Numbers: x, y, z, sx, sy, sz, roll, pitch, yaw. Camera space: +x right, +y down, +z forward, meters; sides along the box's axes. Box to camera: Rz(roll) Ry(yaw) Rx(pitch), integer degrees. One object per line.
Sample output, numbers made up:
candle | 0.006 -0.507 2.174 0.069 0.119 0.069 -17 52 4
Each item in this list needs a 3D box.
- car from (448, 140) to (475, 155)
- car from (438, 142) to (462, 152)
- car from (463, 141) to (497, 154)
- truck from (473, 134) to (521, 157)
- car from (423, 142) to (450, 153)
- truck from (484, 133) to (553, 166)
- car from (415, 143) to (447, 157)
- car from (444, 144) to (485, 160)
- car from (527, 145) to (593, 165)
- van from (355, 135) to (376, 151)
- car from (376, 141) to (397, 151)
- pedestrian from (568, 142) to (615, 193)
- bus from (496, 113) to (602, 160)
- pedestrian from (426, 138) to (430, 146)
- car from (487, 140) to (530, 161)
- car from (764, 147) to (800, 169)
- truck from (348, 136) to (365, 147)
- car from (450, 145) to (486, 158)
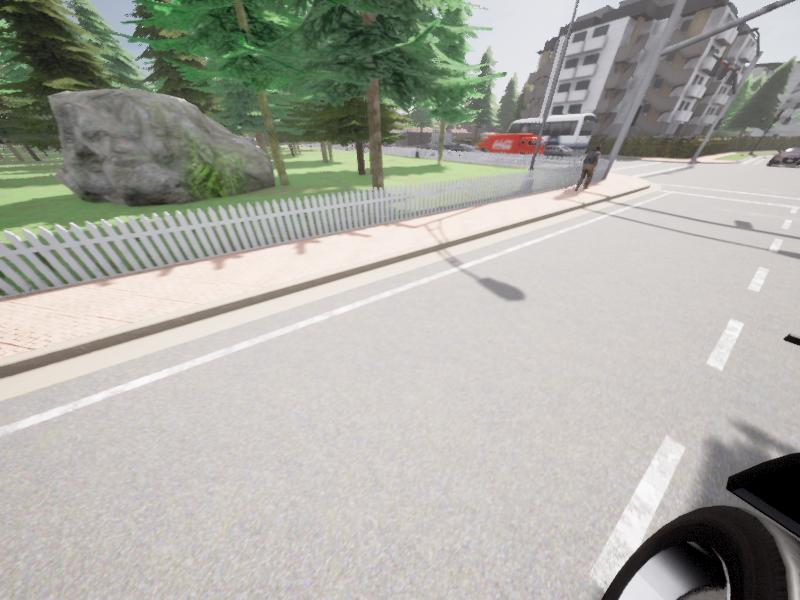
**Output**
car | 9.733 -24.519 36.952 1.905 1.878 3.866 -20 40 -25
car | 9.299 -28.532 43.099 1.994 1.385 4.181 -20 40 -25
car | 13.061 -25.140 38.075 1.801 1.575 5.366 -20 40 -25
truck | 13.299 -21.453 32.073 2.627 2.467 5.204 -20 40 -25
car | 6.465 -27.401 41.371 1.882 1.535 5.008 -20 40 -25
truck | 11.710 -15.273 23.325 2.627 2.467 5.204 -20 40 -25
car | 4.374 -21.663 33.290 1.837 1.490 4.892 -20 40 -25
car | 7.832 -18.463 28.725 1.837 1.490 4.892 -20 40 -25
car | 15.982 -14.757 23.390 2.128 1.511 4.902 -20 40 -25
van | -7.253 -32.843 48.328 1.988 2.561 5.915 -20 40 -25
car | -2.858 -32.235 48.227 2.152 1.651 5.027 -20 40 -25
pedestrian | 8.367 -5.825 10.182 0.751 1.860 0.751 -21 40 -26
bus | 18.448 -21.110 29.999 3.944 4.253 10.273 -20 40 -25
pedestrian | 8.005 -45.616 66.543 0.751 1.860 0.751 -20 40 -26
car | 12.776 -17.874 27.506 1.905 1.878 3.866 -20 40 -25
car | 33.580 -12.188 19.730 4.181 1.385 1.994 -21 40 -27
truck | -12.408 -45.242 66.008 2.627 2.467 5.204 -20 40 -25
car | 9.366 -20.791 32.185 1.895 1.301 4.718 -20 40 -25
